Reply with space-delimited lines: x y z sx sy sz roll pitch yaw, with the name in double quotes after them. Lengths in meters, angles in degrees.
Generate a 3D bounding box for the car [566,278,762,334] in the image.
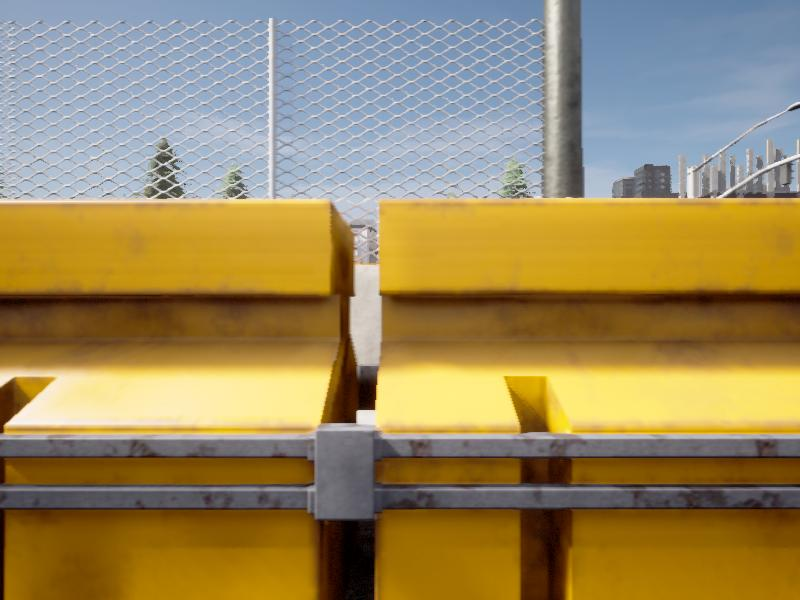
8.137 0.171 12.703 4.856 1.649 2.033 0 0 0 "car"

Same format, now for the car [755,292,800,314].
29.652 0.192 30.569 1.789 1.549 3.705 0 1 2 "car"

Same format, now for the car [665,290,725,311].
26.313 0.071 35.899 2.097 1.767 4.553 0 0 2 "car"

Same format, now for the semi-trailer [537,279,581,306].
27.945 -1.242 71.312 2.717 4.402 14.254 0 0 2 "semi-trailer"

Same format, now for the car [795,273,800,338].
12.495 0.146 9.202 4.611 1.667 2.242 0 0 0 "car"
